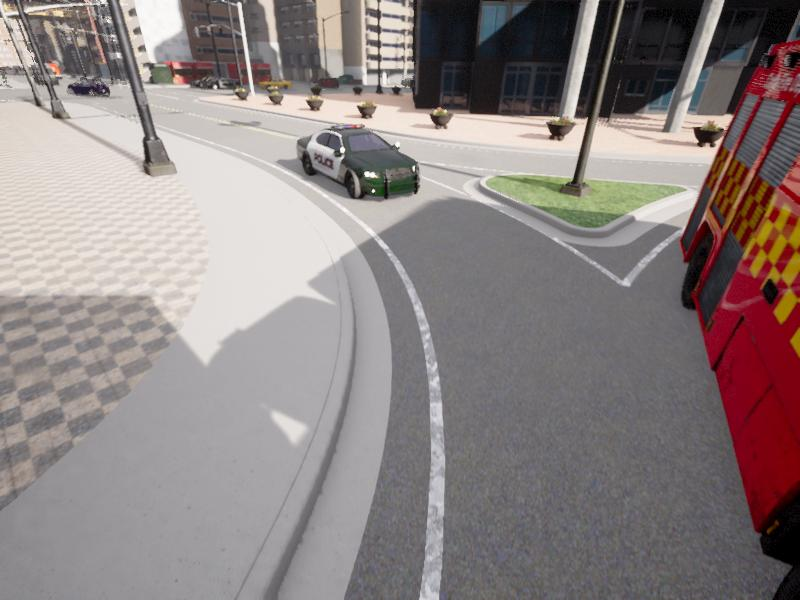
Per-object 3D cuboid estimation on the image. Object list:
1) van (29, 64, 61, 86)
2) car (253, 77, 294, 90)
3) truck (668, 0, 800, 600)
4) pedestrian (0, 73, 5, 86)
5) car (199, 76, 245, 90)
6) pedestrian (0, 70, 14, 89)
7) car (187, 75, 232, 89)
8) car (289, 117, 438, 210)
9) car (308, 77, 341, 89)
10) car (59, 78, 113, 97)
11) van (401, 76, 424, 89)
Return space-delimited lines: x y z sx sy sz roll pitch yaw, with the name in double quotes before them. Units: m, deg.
"van" -49.430 -31.353 55.627 1.988 2.561 5.915 -25 39 -37
"car" -18.531 -31.922 58.919 5.366 1.575 1.801 -25 39 -38
"truck" 4.431 -0.184 2.704 2.891 3.827 8.468 16 34 22
"pedestrian" -50.015 -27.716 49.717 0.751 1.860 0.751 -21 37 -33
"car" -24.012 -29.398 54.194 5.238 1.638 1.930 -25 39 -38
"pedestrian" -46.241 -25.862 46.953 0.751 1.860 0.751 -24 38 -36
"car" -26.645 -30.605 56.165 1.930 1.638 5.238 27 38 37
"car" -1.287 -4.219 11.705 2.038 1.542 4.974 -18 35 -29
"car" -12.047 -34.954 64.504 4.856 1.649 2.033 -25 39 -38
"car" -30.675 -20.788 39.163 3.633 1.501 1.845 6 30 8
"van" 2.383 -41.776 76.882 4.442 1.987 1.775 -25 39 -38
